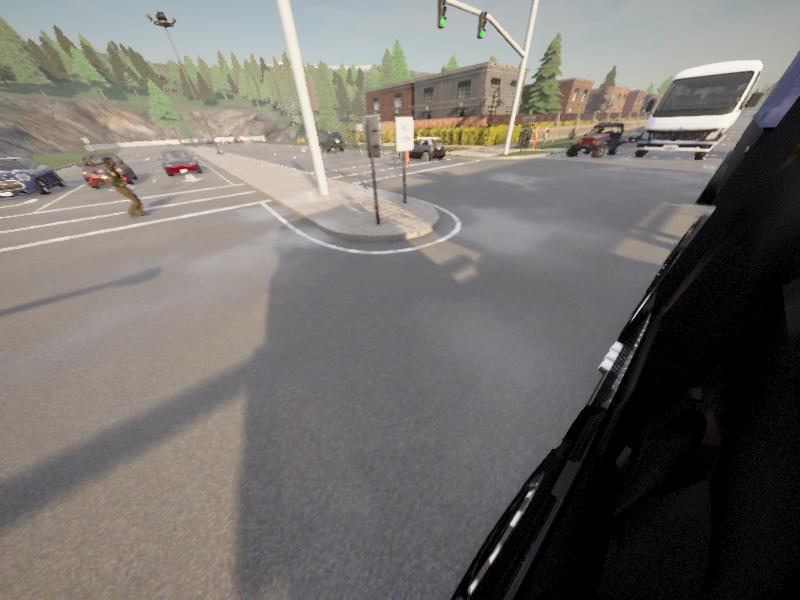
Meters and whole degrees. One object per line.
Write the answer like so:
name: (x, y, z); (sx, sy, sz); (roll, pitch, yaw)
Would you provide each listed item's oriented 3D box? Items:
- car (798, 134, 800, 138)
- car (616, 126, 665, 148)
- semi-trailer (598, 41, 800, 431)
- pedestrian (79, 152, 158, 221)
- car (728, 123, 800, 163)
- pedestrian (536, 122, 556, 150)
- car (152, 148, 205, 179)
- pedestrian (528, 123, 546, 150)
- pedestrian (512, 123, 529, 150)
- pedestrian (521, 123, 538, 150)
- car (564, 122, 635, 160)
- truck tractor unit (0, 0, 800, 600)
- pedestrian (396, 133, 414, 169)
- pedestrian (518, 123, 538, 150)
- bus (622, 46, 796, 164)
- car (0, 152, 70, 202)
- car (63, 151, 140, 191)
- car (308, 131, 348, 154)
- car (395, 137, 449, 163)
car: (37.979, -15.320, 20.529); (3.806, 1.475, 1.970); (-28, 44, -30)
car: (21.979, -14.945, 21.105); (4.181, 1.385, 1.994); (-28, 44, -30)
semi-trailer: (8.689, -3.607, 4.243); (14.254, 4.402, 2.717); (-28, 44, -30)
pedestrian: (-9.010, -3.677, 7.524); (0.751, 1.860, 0.751); (-28, 44, -30)
car: (21.193, -9.092, 13.218); (4.902, 1.511, 2.128); (-28, 44, -30)
pedestrian: (12.162, -13.643, 19.269); (0.751, 1.860, 0.751); (25, 45, 32)
car: (-16.297, -10.201, 17.041); (2.163, 1.488, 4.792); (-28, 43, -29)
pedestrian: (11.639, -13.936, 19.692); (0.751, 1.860, 0.751); (21, 43, 28)
pedestrian: (10.435, -14.112, 20.001); (0.751, 1.860, 0.751); (17, 41, 25)
pedestrian: (11.250, -14.256, 20.144); (0.751, 1.860, 0.751); (10, 39, 17)
car: (13.632, -10.940, 15.839); (3.866, 1.878, 1.905); (-23, 42, -25)
truck tractor unit: (2.645, -0.295, 0.351); (6.516, 4.208, 3.053); (-28, 44, -30)
pedestrian: (0.348, -9.438, 14.638); (0.751, 1.860, 0.751); (25, 45, 32)
pedestrian: (10.941, -14.022, 19.850); (0.751, 1.860, 0.751); (-16, 39, -17)
bus: (19.075, -11.736, 14.597); (10.273, 4.253, 3.944); (-28, 44, -30)
car: (-20.360, -6.562, 12.172); (2.097, 1.767, 4.553); (-28, 43, -29)
car: (-17.584, -7.848, 13.873); (1.851, 1.617, 3.988); (-28, 43, -29)
car: (-8.873, -19.362, 28.343); (2.150, 2.045, 5.566); (-28, 44, -30)
car: (1.682, -11.945, 18.263); (1.970, 1.475, 3.806); (-31, 45, -33)
